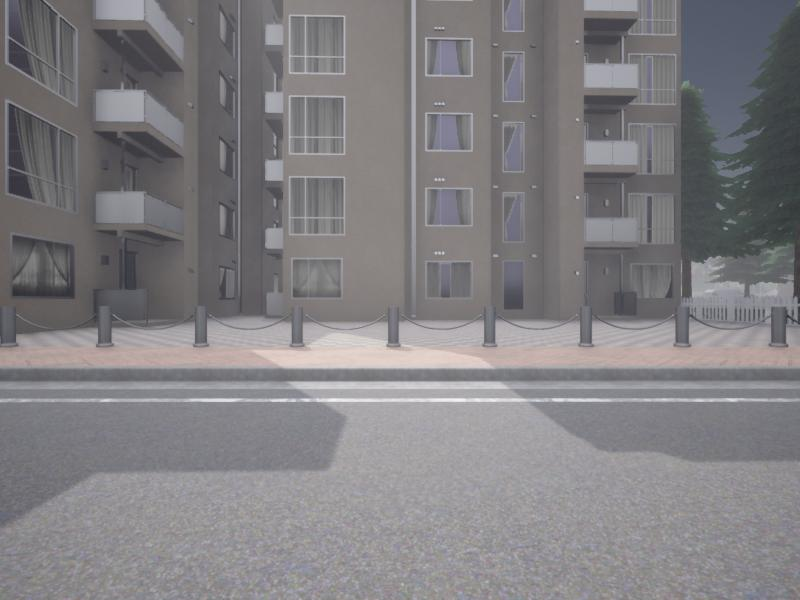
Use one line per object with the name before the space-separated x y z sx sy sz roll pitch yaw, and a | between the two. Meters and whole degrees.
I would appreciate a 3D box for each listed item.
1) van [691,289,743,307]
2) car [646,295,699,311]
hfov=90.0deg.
van | 45.433 -0.278 57.442 5.915 2.561 1.988 0 0 -1
car | 27.379 0.260 40.418 1.837 1.490 4.892 0 0 -2
